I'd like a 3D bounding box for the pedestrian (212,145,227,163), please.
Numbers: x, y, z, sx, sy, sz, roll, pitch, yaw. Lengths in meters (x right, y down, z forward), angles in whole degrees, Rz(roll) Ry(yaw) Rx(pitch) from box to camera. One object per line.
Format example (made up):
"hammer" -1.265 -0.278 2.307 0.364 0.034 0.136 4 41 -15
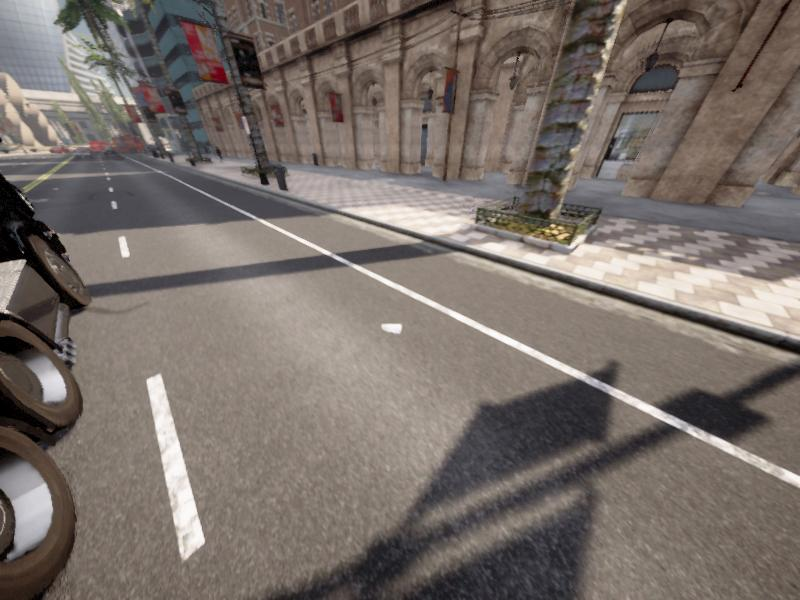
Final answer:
"pedestrian" -22.711 -18.353 29.088 0.751 1.860 0.751 27 42 33

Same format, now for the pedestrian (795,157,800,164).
"pedestrian" 52.829 -18.741 29.944 0.751 1.860 0.751 -16 37 -22

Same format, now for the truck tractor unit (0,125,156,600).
"truck tractor unit" -4.858 -0.492 1.079 6.516 4.208 3.053 27 42 34

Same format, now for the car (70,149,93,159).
"car" -55.060 -25.259 40.032 4.718 1.301 1.895 27 43 34

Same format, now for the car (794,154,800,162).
"car" 59.734 -20.604 33.140 1.994 1.385 4.181 27 43 34

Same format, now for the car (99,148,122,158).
"car" -54.212 -27.579 43.246 4.902 1.511 2.128 27 43 34
